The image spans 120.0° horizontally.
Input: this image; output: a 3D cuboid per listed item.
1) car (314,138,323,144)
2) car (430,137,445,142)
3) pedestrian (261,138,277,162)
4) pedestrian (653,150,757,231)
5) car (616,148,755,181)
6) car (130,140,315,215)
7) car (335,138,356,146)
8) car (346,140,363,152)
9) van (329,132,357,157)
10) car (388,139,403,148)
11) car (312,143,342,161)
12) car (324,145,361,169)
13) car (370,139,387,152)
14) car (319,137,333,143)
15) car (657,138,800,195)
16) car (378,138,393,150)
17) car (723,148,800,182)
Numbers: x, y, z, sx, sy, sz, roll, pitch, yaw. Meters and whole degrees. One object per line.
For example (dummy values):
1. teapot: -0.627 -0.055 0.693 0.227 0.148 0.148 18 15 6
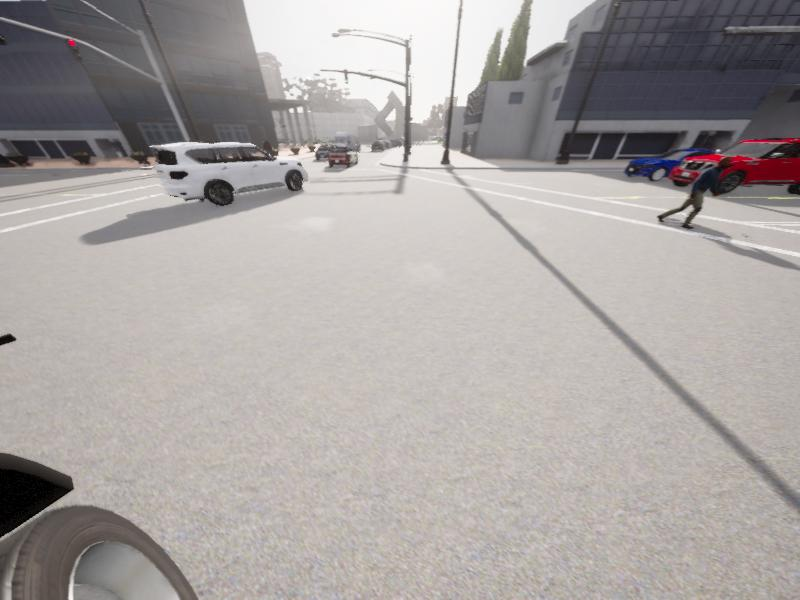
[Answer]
1. car: -24.172 -47.304 68.766 2.033 1.411 5.357 -11 37 -15
2. car: 14.223 -61.166 87.910 4.974 1.542 2.038 26 43 32
3. pedestrian: -12.017 -13.807 21.265 0.751 1.860 0.751 -12 37 -16
4. pedestrian: 8.190 -2.967 6.327 0.751 1.860 0.751 -13 38 -18
5. car: 16.347 -7.966 13.548 5.008 1.535 1.882 1 35 2
6. car: -6.803 -5.551 9.900 2.150 2.045 5.566 21 41 27
7. car: -13.707 -39.689 58.002 4.611 1.667 2.242 18 39 23
8. car: -7.212 -24.476 36.745 1.845 1.501 3.633 1 36 2
9. van: -7.474 -20.992 31.012 1.988 2.561 5.915 2 36 2
10. car: -0.869 -33.849 49.875 1.816 1.474 4.193 12 37 16
11. car: -7.848 -16.211 25.247 1.816 1.474 4.193 2 36 2
12. car: -4.858 -12.548 20.130 1.816 1.474 4.193 3 36 4
13. car: -3.499 -25.828 38.532 1.930 1.638 5.238 2 36 3
14. car: -26.871 -58.150 83.882 4.514 1.525 2.007 -11 37 -14
15. car: 16.219 -6.135 10.548 5.566 2.045 2.150 1 36 2
16. car: -2.702 -29.893 44.208 1.930 1.638 5.238 5 36 7
17. car: 22.826 -7.823 13.307 4.892 1.490 1.837 1 35 2
